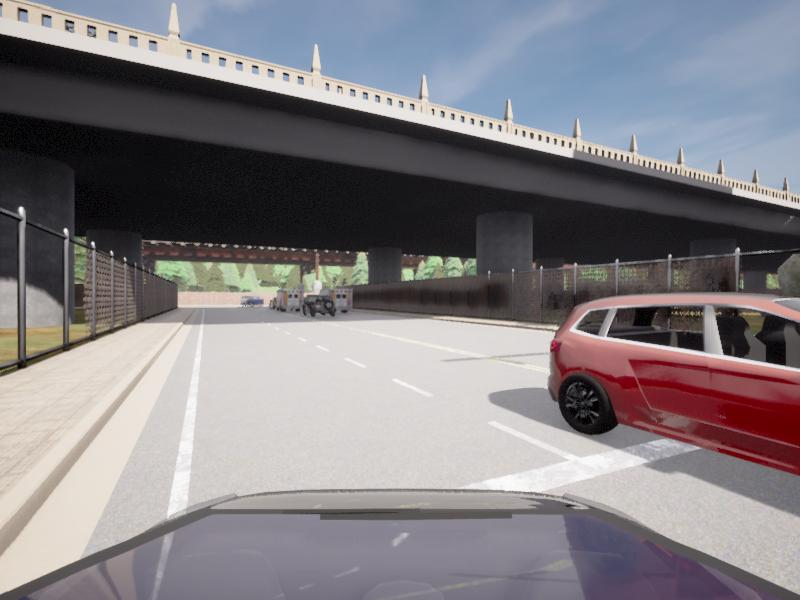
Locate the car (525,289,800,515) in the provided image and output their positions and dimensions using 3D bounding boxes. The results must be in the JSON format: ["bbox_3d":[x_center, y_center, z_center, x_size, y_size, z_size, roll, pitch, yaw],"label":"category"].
[{"bbox_3d":[3.729,0.748,3.889,2.242,1.667,4.611,0,0,-26],"label":"car"}]

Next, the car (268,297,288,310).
[{"bbox_3d":[-16.108,0.433,52.721,1.851,1.617,3.988,0,0,-26],"label":"car"}]

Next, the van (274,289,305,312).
[{"bbox_3d":[-12.813,0.074,45.940,2.351,2.431,6.366,0,0,-26],"label":"van"}]

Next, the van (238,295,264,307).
[{"bbox_3d":[-24.218,0.144,65.050,1.775,1.987,4.442,0,0,14],"label":"van"}]

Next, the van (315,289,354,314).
[{"bbox_3d":[-7.043,0.113,42.077,2.351,2.431,6.366,0,0,-26],"label":"van"}]

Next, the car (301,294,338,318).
[{"bbox_3d":[-6.895,0.443,33.760,1.932,1.855,4.605,0,1,-26],"label":"car"}]

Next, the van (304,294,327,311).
[{"bbox_3d":[-10.457,0.281,49.093,1.775,1.987,4.442,0,0,-26],"label":"van"}]
